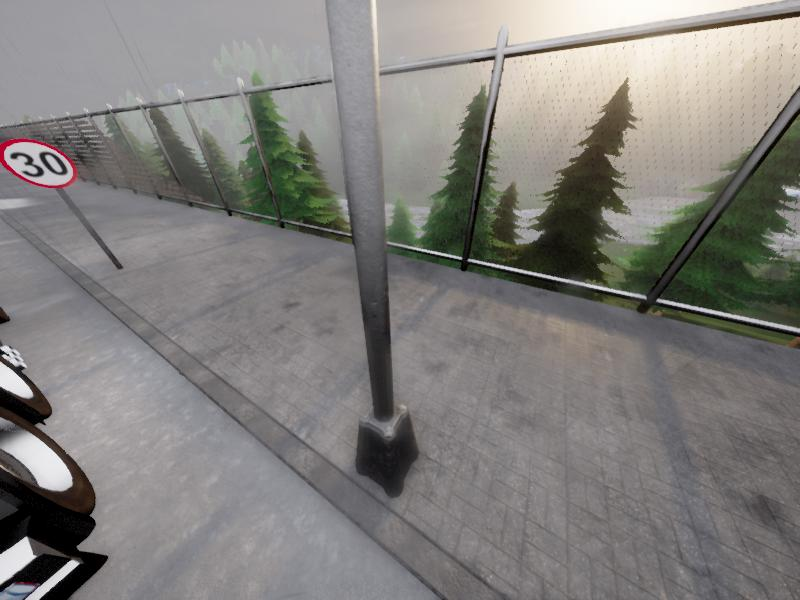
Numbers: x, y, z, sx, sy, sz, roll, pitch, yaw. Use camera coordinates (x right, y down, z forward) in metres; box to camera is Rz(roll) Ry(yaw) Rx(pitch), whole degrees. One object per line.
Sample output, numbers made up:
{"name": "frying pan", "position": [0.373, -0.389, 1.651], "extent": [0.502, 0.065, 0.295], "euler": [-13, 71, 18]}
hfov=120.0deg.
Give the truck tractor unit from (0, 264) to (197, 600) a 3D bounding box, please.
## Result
{"name": "truck tractor unit", "position": [-5.113, -0.299, 0.779], "extent": [6.516, 4.208, 3.053], "euler": [18, 39, 24]}
